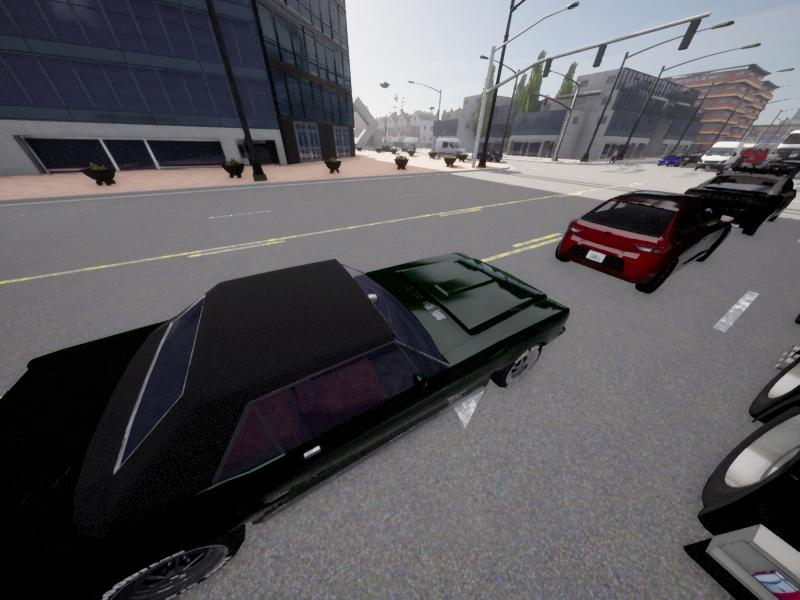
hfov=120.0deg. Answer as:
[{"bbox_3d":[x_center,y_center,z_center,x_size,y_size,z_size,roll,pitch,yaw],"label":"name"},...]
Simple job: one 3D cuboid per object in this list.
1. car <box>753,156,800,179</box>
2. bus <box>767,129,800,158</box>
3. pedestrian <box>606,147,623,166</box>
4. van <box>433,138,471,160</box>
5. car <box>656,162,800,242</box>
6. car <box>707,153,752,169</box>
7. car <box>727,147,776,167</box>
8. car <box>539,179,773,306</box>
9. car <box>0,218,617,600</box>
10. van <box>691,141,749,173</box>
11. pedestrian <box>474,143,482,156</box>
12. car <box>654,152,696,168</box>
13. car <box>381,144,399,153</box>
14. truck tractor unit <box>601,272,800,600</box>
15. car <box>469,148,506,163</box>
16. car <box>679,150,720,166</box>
[{"bbox_3d":[33.965,-11.326,19.693,5.008,1.535,1.882,-5,35,-9],"label":"car"},{"bbox_3d":[75.085,-29.257,43.283,10.273,4.253,3.944,-18,39,-24],"label":"bus"},{"bbox_3d":[25.507,-17.057,27.473,0.751,1.860,0.751,18,38,23],"label":"pedestrian"},{"bbox_3d":[7.764,-23.165,35.289,1.988,2.561,5.915,-17,38,-24],"label":"van"},{"bbox_3d":[11.382,-3.491,7.706,5.238,1.638,1.930,-18,39,-24],"label":"car"},{"bbox_3d":[39.431,-16.658,27.644,4.674,1.442,1.812,-18,39,-24],"label":"car"},{"bbox_3d":[47.891,-19.558,31.473,5.566,2.045,2.150,-18,39,-24],"label":"car"},{"bbox_3d":[5.385,-1.535,4.957,4.193,1.474,1.816,-18,39,-24],"label":"car"},{"bbox_3d":[-0.485,0.414,2.264,4.718,1.301,1.895,-18,39,-24],"label":"car"},{"bbox_3d":[33.528,-15.040,24.204,5.915,2.561,1.988,-20,40,-28],"label":"van"},{"bbox_3d":[13.729,-26.560,40.714,0.751,1.860,0.751,-15,38,-22],"label":"pedestrian"},{"bbox_3d":[33.559,-17.145,28.195,4.193,1.474,1.816,-17,39,-24],"label":"car"},{"bbox_3d":[-2.123,-31.942,48.679,3.633,1.501,1.845,29,43,34],"label":"car"},{"bbox_3d":[5.122,-0.289,0.764,6.516,4.208,3.053,-18,39,-24],"label":"truck tractor unit"},{"bbox_3d":[11.384,-18.976,30.232,1.816,1.474,4.193,-17,38,-24],"label":"car"},{"bbox_3d":[41.096,-19.548,31.705,5.238,1.638,1.930,-17,38,-24],"label":"car"}]
